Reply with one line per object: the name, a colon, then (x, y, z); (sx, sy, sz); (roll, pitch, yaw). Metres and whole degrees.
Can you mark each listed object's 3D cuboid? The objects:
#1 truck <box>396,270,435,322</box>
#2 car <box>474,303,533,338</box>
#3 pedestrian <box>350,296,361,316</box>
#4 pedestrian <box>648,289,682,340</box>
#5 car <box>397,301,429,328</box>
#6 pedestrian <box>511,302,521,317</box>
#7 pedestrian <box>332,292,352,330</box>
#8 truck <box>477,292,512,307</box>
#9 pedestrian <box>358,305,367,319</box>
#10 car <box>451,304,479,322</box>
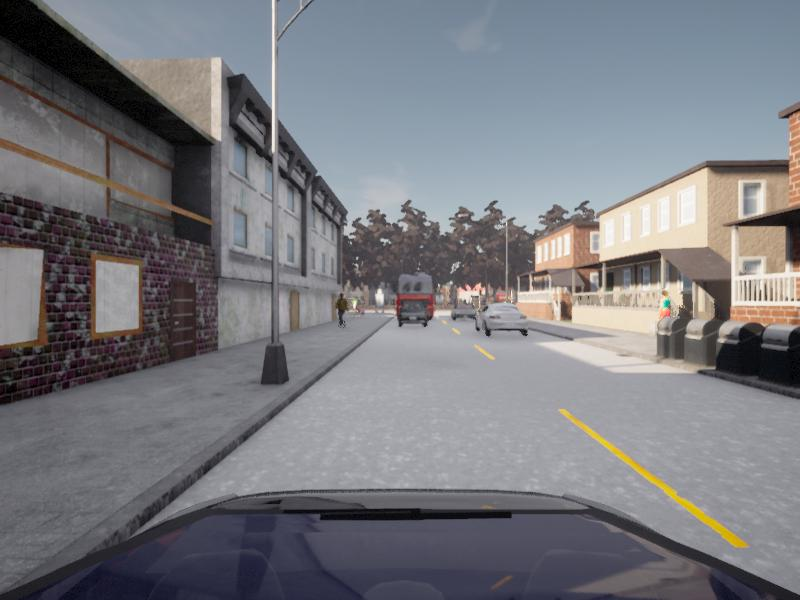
truck: (1.166, -0.311, 33.919); (2.891, 3.827, 8.468); (0, 0, 1)
car: (4.747, 0.877, 19.038); (1.812, 1.442, 4.674); (0, 0, 3)
pedestrian: (-4.065, 0.548, 36.797); (0.751, 1.860, 0.751); (0, 0, 19)
pedestrian: (9.875, 0.539, 14.909); (0.751, 1.860, 0.751); (0, 0, -4)
car: (0.755, 0.822, 24.445); (1.789, 1.549, 3.705); (0, 0, 0)
pedestrian: (10.076, 0.818, 34.711); (0.751, 1.300, 0.751); (0, 0, 26)
pedestrian: (-2.897, 0.541, 19.915); (0.751, 1.860, 0.751); (0, 0, 16)
truck: (24.633, -0.065, 104.069); (8.468, 3.827, 2.891); (0, 0, 2)
pedestrian: (-2.936, 0.925, 31.446); (0.500, 1.100, 0.500); (0, 0, -37)
car: (5.132, 0.956, 32.273); (1.895, 1.301, 4.718); (0, 0, 5)
